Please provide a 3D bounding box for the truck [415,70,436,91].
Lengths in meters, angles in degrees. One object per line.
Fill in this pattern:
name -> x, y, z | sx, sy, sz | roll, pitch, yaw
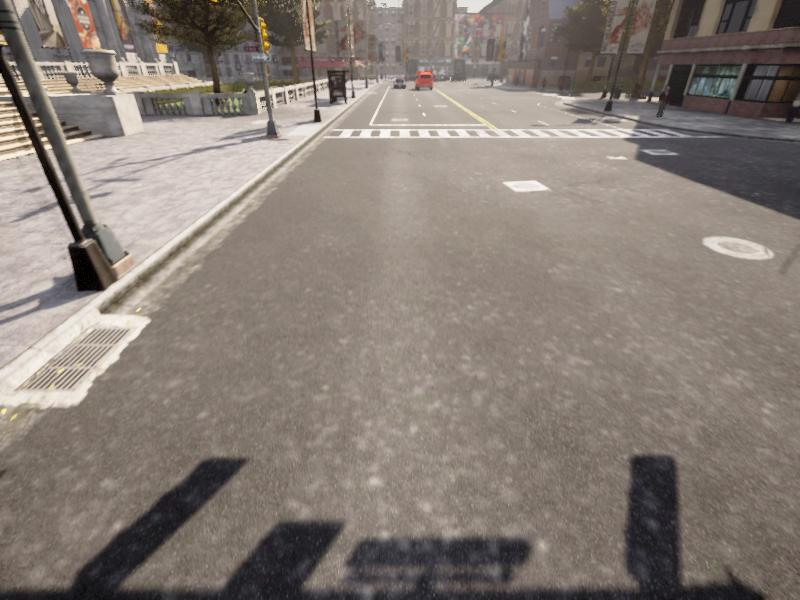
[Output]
truck -> 3.474, -30.924, 56.321 | 2.627, 2.467, 5.204 | 0, 30, 0

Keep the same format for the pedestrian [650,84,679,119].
pedestrian -> 16.186, -12.150, 24.532 | 0.751, 1.860, 0.751 | 3, 30, 5

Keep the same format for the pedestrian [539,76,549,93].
pedestrian -> 18.558, -27.814, 51.562 | 0.751, 1.860, 0.751 | 0, 30, 0

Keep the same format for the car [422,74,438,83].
car -> 6.079, -44.997, 81.329 | 2.007, 1.525, 4.514 | 10, 32, 16

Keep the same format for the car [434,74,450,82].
car -> 9.256, -48.726, 87.756 | 1.970, 1.475, 3.806 | 15, 33, 23

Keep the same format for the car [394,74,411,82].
car -> 0.562, -47.020, 84.777 | 2.002, 1.452, 4.674 | 10, 32, 17

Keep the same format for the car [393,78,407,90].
car -> -0.028, -32.385, 59.867 | 1.970, 1.475, 3.806 | 0, 30, 0

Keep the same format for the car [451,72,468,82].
car -> 13.028, -48.732, 87.288 | 1.932, 1.855, 4.605 | 16, 34, 26
